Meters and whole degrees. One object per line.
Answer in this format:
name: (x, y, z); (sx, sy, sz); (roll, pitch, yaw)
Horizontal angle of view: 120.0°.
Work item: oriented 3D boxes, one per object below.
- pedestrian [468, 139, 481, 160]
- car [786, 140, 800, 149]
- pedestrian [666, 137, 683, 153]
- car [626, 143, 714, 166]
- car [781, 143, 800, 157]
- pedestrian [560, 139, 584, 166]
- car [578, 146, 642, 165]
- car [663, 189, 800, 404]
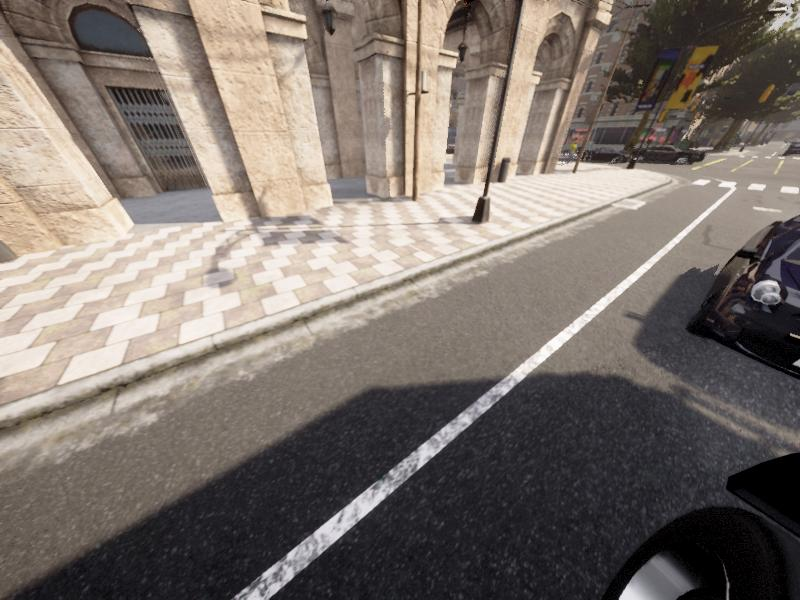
pedestrian: (7.913, -16.041, 24.688); (0.751, 1.860, 0.751); (-23, 41, -28)
car: (81.891, -32.031, 47.454); (4.902, 1.511, 2.128); (-23, 41, -28)
pedestrian: (40.277, -22.681, 33.851); (0.751, 1.860, 0.751); (-22, 41, -28)
car: (26.224, -14.408, 22.721); (1.930, 1.638, 5.238); (-22, 41, -28)
car: (51.151, -19.196, 29.533); (4.181, 1.385, 1.994); (-23, 41, -28)
pedestrian: (14.602, -12.512, 19.627); (0.751, 1.860, 0.751); (-10, 36, -13)
car: (21.264, -14.826, 23.591); (1.994, 1.385, 4.181); (-22, 41, -28)
car: (5.484, -0.221, 2.867); (3.633, 1.501, 1.845); (-22, 41, -28)
